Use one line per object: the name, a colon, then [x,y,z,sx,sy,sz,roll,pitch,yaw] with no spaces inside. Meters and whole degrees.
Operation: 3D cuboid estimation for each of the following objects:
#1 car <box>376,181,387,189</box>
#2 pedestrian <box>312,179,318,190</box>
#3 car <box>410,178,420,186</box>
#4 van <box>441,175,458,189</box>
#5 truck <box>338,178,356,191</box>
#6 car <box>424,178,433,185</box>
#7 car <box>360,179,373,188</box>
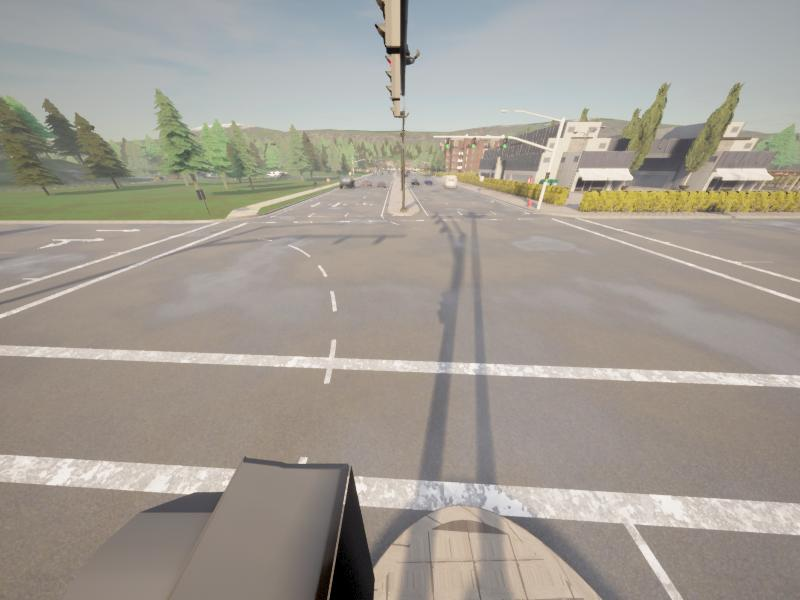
car: [-4.027,-25.010,50.256,1.994,1.385,4.181,0,30,-1]
pedestrian: [-16.854,-23.014,45.953,0.751,1.860,0.751,-3,30,-4]
car: [3.861,-30.934,60.357,2.038,1.542,4.974,0,30,0]
van: [10.954,-26.627,51.997,2.351,2.431,6.366,0,30,-1]
truck: [-11.004,-24.302,48.298,2.390,2.098,6.274,0,30,-1]
car: [7.359,-30.958,60.483,1.812,1.442,4.674,0,30,0]
car: [-7.560,-26.608,52.770,2.152,1.651,5.027,0,30,0]
